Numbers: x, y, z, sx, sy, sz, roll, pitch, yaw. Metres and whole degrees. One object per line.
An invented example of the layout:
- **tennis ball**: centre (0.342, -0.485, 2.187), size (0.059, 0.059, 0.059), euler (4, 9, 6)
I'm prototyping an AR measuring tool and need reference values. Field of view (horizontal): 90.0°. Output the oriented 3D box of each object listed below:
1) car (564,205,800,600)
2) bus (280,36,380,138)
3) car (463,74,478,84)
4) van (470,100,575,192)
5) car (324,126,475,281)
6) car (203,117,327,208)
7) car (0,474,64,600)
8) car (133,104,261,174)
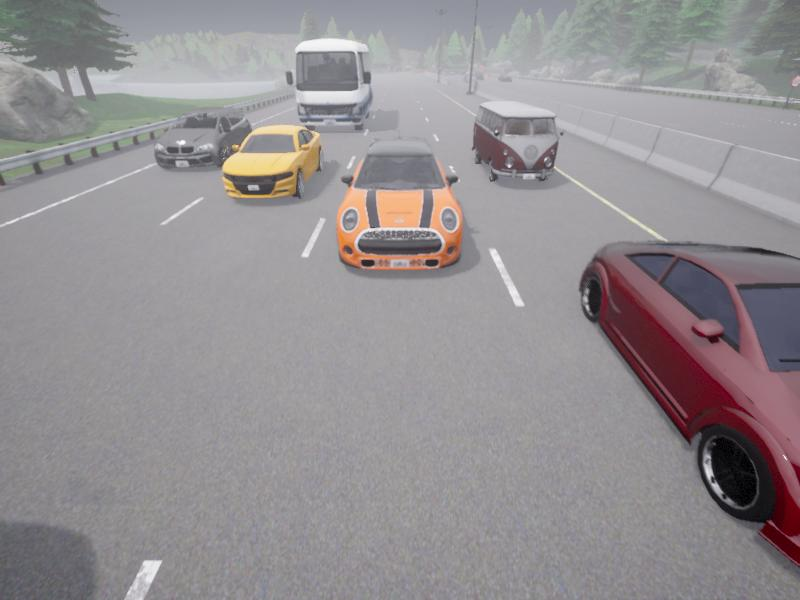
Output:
- **car**: centre (3.499, 0.377, 3.953), size (1.994, 1.385, 4.181), euler (0, 31, 0)
- **bus**: centre (-3.398, -12.687, 23.380), size (3.944, 4.253, 10.273), euler (0, 32, 0)
- **car**: centre (13.938, -43.798, 79.141), size (2.152, 1.651, 5.027), euler (0, 30, 0)
- **van**: centre (3.491, -4.963, 12.442), size (1.775, 1.987, 4.442), euler (0, 30, 0)
- **car**: centre (-0.005, -2.219, 7.982), size (2.097, 1.767, 4.553), euler (0, 30, 0)
- **car**: centre (-3.508, -4.184, 11.601), size (1.882, 1.535, 5.008), euler (0, 30, 0)
- **car**: centre (-3.498, 2.403, 0.301), size (2.152, 1.651, 5.027), euler (0, 30, 0)
- **car**: centre (-7.011, -5.995, 14.570), size (2.242, 1.667, 4.611), euler (0, 31, 0)
